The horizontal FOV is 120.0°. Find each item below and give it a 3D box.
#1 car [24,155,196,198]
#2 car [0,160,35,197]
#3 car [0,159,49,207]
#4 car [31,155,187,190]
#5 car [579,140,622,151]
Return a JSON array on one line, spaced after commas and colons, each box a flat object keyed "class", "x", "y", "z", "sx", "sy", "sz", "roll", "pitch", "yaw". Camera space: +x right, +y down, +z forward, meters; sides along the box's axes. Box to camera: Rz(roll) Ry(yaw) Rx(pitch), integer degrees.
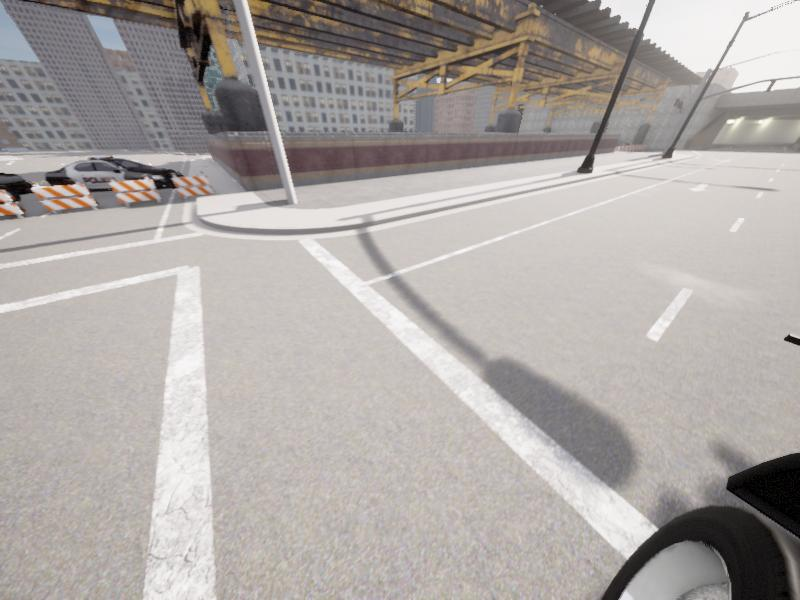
[{"class": "car", "x": -13.709, "y": -6.152, "z": 11.370, "sx": 4.974, "sy": 1.542, "sz": 2.038, "roll": -4, "pitch": 35, "yaw": -5}, {"class": "car", "x": -17.635, "y": -4.139, "z": 8.289, "sx": 1.853, "sy": 1.218, "sz": 4.536, "roll": 11, "pitch": 37, "yaw": 15}, {"class": "car", "x": -17.651, "y": -3.982, "z": 8.340, "sx": 2.038, "sy": 1.542, "sz": 4.974, "roll": 11, "pitch": 37, "yaw": 15}, {"class": "car", "x": -13.762, "y": -6.276, "z": 11.275, "sx": 4.536, "sy": 1.218, "sz": 1.853, "roll": -4, "pitch": 35, "yaw": -5}, {"class": "car", "x": 34.139, "y": -26.392, "z": 39.531, "sx": 4.974, "sy": 1.542, "sz": 2.038, "roll": 5, "pitch": 36, "yaw": 7}]
